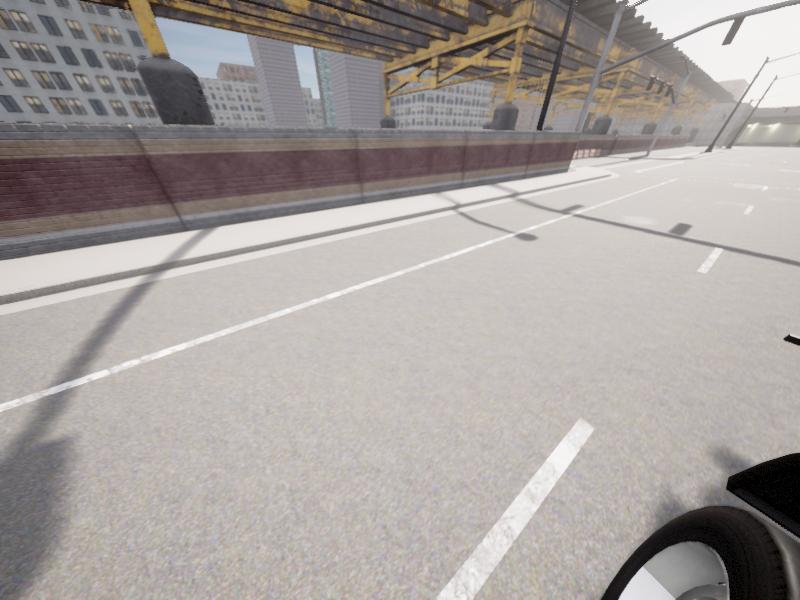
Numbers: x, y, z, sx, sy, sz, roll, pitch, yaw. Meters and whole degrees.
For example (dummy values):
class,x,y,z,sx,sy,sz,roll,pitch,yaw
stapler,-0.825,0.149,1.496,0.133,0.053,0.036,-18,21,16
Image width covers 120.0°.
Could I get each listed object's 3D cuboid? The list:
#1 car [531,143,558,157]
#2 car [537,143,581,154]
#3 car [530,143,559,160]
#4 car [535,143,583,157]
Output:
class,x,y,z,sx,sy,sz,roll,pitch,yaw
car,17.642,-18.484,28.389,1.853,1.218,4.536,11,37,15
car,21.519,-20.609,31.379,4.536,1.218,1.853,-4,35,-5
car,17.626,-18.327,28.439,2.038,1.542,4.974,11,37,15
car,21.571,-20.484,31.475,4.974,1.542,2.038,-4,35,-5
